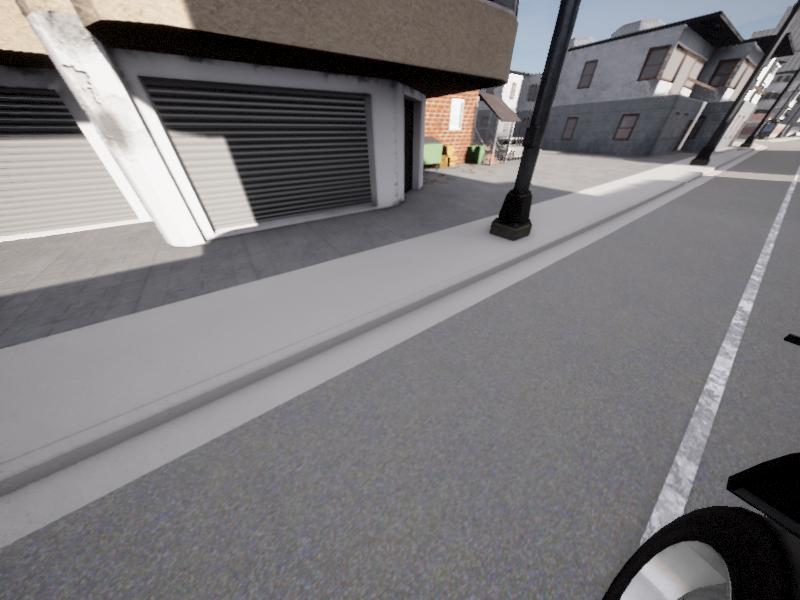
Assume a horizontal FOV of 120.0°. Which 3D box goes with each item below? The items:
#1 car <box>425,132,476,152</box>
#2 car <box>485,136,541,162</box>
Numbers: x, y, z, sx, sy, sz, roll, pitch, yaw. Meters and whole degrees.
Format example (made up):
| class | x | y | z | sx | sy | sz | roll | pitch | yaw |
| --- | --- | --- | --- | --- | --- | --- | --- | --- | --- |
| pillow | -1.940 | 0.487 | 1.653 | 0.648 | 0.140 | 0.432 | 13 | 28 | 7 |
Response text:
| class | x | y | z | sx | sy | sz | roll | pitch | yaw |
| --- | --- | --- | --- | --- | --- | --- | --- | --- | --- |
| car | 5.297 | -16.658 | 24.279 | 5.027 | 1.636 | 2.152 | -22 | 41 | -27 |
| car | 9.049 | -12.180 | 18.558 | 3.806 | 1.475 | 1.970 | -23 | 41 | -26 |
